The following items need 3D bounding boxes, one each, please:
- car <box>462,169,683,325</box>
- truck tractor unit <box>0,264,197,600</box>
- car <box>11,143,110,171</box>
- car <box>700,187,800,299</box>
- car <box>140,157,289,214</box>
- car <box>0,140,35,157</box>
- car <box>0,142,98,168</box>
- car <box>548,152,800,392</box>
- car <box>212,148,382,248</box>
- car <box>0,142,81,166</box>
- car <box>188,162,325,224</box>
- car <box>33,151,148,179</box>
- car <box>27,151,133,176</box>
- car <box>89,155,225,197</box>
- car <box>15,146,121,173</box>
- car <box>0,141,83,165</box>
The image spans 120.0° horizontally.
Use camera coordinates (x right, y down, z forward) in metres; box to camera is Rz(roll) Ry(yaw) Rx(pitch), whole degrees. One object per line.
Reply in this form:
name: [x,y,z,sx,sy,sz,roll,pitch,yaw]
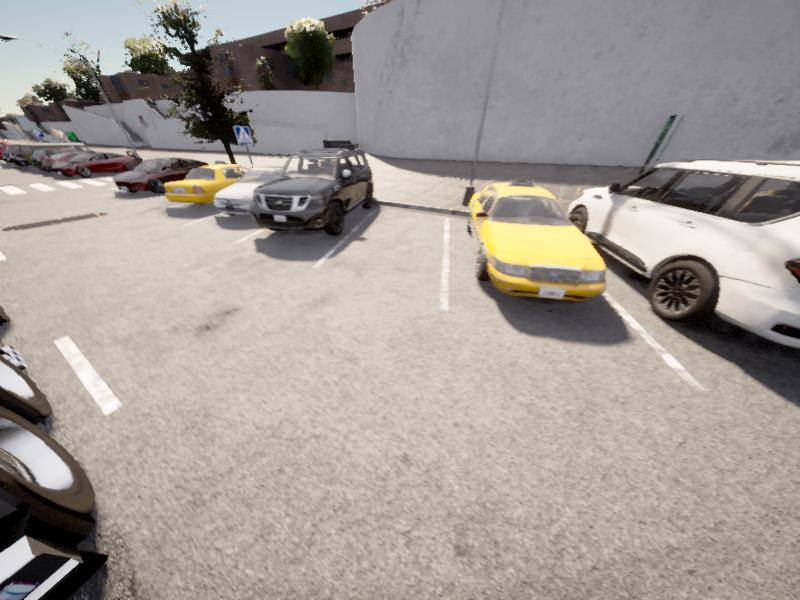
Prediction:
car: [2.662,-1.865,5.341,1.946,1.575,5.366,6,35,8]
truck tractor unit: [-5.120,-0.289,0.785,6.516,4.208,3.053,18,39,24]
car: [-31.056,-13.378,21.455,1.878,1.987,4.442,6,35,8]
car: [7.893,-0.276,3.044,2.163,1.488,4.792,5,34,8]
car: [-7.684,-5.482,10.589,1.946,1.575,5.366,6,35,8]
car: [-59.507,-22.778,34.630,1.878,1.987,4.442,7,35,7]
car: [-36.238,-15.032,23.764,2.435,2.045,5.566,6,35,8]
car: [5.296,-1.345,4.131,2.435,2.045,5.566,5,35,8]
car: [-2.506,-3.851,7.806,2.435,2.045,5.566,6,35,8]
car: [-38.837,-15.819,24.928,1.878,1.987,4.442,6,35,8]
car: [-5.107,-4.488,9.232,2.002,1.452,4.674,6,35,8]
car: [-23.308,-10.509,17.808,2.163,1.488,4.792,6,35,8]
car: [-25.912,-11.378,19.065,2.002,1.452,4.674,6,35,8]
car: [-12.912,-7.060,12.893,2.163,1.488,4.792,6,35,8]
car: [-28.497,-12.357,20.170,2.185,1.767,4.553,6,35,8]
car: [-41.405,-16.781,26.255,2.435,2.045,5.566,6,35,8]
